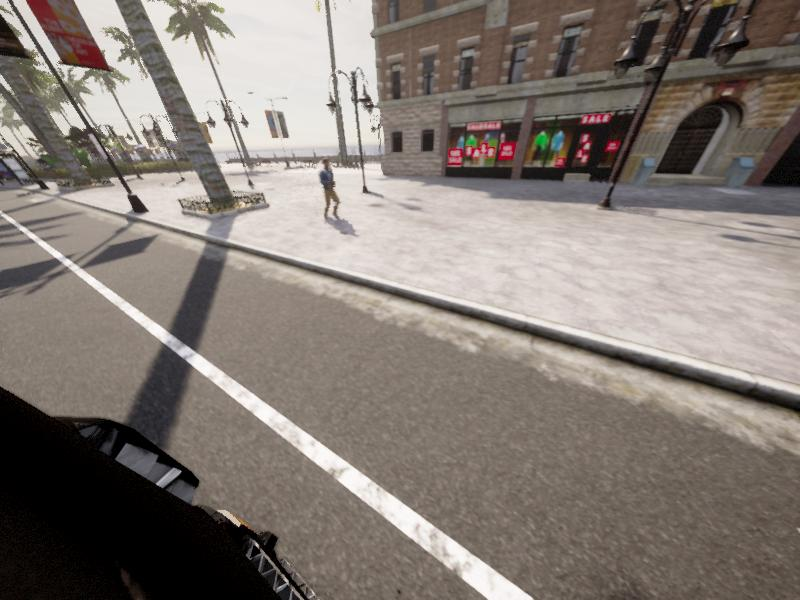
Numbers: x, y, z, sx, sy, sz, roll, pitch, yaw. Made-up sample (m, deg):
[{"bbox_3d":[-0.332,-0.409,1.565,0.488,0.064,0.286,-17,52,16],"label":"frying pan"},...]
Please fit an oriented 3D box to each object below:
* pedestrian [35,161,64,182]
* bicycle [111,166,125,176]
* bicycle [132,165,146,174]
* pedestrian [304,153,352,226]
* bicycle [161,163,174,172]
[{"bbox_3d":[-36.717,-13.502,24.236,0.751,1.860,0.751,12,36,20],"label":"pedestrian"},{"bbox_3d":[-35.006,-15.989,28.678,1.643,1.024,0.373,16,38,25],"label":"bicycle"},{"bbox_3d":[-34.019,-16.989,30.118,1.643,1.024,0.373,16,38,25],"label":"bicycle"},{"bbox_3d":[-2.141,-3.355,7.025,0.751,1.860,0.751,28,44,37],"label":"pedestrian"},{"bbox_3d":[-32.539,-18.488,32.278,1.643,1.024,0.373,16,38,25],"label":"bicycle"}]
